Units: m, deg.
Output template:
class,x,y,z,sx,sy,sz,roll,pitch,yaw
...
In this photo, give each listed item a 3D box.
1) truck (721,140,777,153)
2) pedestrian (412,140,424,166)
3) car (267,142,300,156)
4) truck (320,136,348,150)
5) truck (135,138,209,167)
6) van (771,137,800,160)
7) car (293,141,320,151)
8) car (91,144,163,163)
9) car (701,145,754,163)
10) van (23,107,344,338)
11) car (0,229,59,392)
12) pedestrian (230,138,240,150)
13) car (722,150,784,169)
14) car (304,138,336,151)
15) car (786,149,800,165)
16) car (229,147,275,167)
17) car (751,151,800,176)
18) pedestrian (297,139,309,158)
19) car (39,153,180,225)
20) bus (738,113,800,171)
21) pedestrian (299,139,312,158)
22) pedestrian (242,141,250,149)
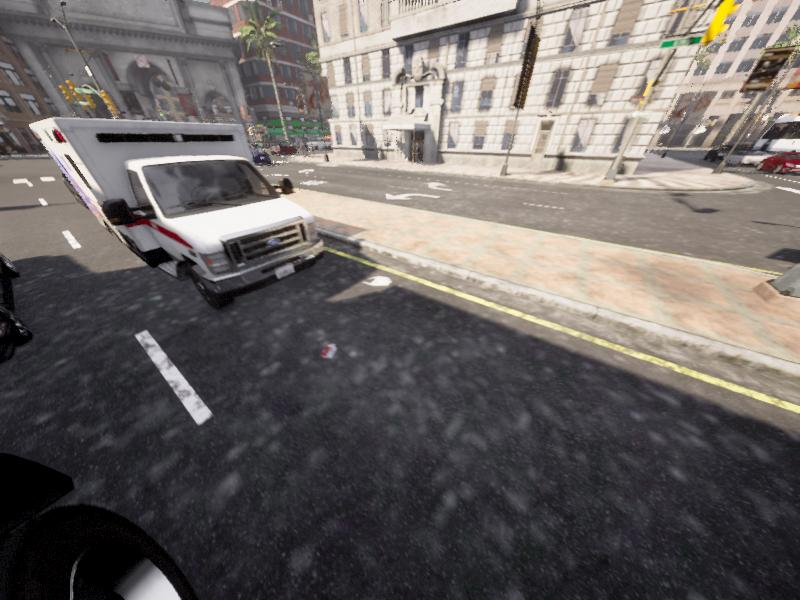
class,x,y,z,sx,sy,sz,roll,pitch,yaw
truck,73.487,-32.526,48.821,6.274,2.098,2.390,7,36,9
pedestrian,1.606,-13.144,20.655,0.751,1.860,0.751,25,42,30
car,-17.010,-22.268,33.983,1.851,1.617,3.988,13,37,17
truck,-14.740,-35.348,51.815,2.627,2.467,5.204,22,41,28
truck,-21.923,-14.300,22.209,6.274,2.098,2.390,18,39,23
van,55.850,-21.143,32.150,1.988,2.561,5.915,22,41,28
car,-19.025,-31.510,47.225,1.812,1.442,4.674,22,41,28
car,-28.980,-15.836,24.843,2.128,1.511,4.902,-1,35,-1
car,39.039,-17.576,27.710,2.242,1.667,4.611,22,41,28
van,-4.418,-2.085,4.727,6.366,2.431,2.351,22,41,28
car,-6.845,-0.188,2.913,5.357,1.411,2.033,22,41,28
pedestrian,-30.676,-28.969,42.859,0.751,1.860,0.751,-8,36,-12
car,34.990,-14.125,23.107,1.895,1.301,4.718,22,41,28
car,-15.760,-30.863,45.809,2.150,2.045,5.566,23,41,28
car,44.840,-15.180,24.595,2.033,1.411,5.357,22,41,28
car,-14.250,-13.852,22.271,4.181,1.385,1.994,25,42,30
car,31.100,-10.955,18.448,1.812,1.442,4.674,22,41,28
pedestrian,-11.492,-18.027,27.481,0.751,1.860,0.751,0,35,-1
car,-10.709,-4.310,8.530,4.856,1.649,2.033,22,41,28
bus,39.284,-15.214,22.120,3.944,4.253,10.273,22,41,28
pedestrian,-11.037,-17.764,27.112,0.751,1.860,0.751,15,38,20
pedestrian,-31.927,-32.148,47.853,0.751,1.300,0.751,-7,36,-10
